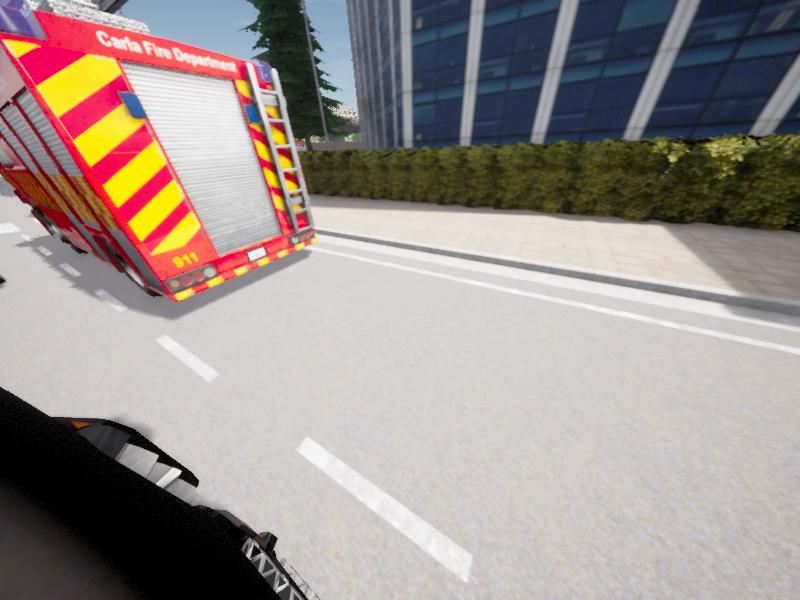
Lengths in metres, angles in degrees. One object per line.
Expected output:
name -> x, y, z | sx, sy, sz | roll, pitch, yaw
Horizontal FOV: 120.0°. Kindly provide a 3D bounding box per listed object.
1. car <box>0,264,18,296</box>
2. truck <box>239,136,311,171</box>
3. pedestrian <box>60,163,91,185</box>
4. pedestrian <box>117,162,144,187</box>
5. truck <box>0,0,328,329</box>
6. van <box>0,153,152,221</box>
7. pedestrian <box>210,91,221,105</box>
car -> -10.468, -0.843, 4.777 | 4.718, 1.301, 1.895 | 16, 38, 26
truck -> -17.745, -21.550, 33.875 | 2.891, 3.827, 8.468 | 16, 38, 25
pedestrian -> -32.529, -12.634, 23.186 | 0.751, 1.860, 0.751 | 7, 35, 14
pedestrian -> -23.734, -11.059, 20.363 | 0.751, 1.860, 0.751 | 22, 41, 32
truck -> -6.199, -2.914, 5.281 | 8.468, 3.827, 2.891 | 16, 38, 26
van -> -16.954, -6.533, 12.767 | 2.351, 2.431, 6.366 | -23, 39, -21
pedestrian -> -35.180, -38.508, 44.047 | 0.751, 1.860, 0.751 | 16, 38, 25
